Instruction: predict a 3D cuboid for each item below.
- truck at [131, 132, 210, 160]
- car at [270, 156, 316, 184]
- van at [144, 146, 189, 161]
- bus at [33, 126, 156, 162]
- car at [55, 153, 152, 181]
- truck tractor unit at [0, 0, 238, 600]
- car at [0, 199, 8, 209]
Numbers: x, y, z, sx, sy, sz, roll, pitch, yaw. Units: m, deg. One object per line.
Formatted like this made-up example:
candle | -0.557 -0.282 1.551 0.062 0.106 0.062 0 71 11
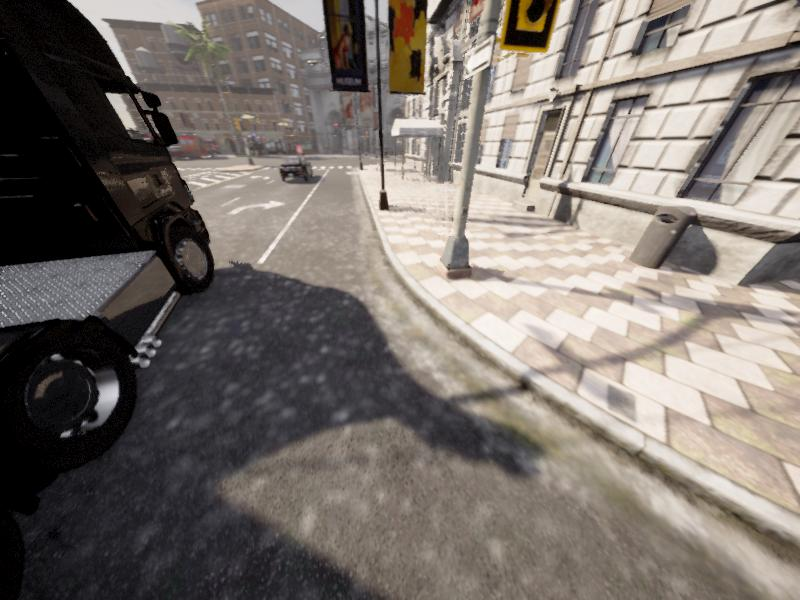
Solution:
truck | -38.710 -26.335 39.515 8.468 3.827 2.891 -6 34 -8
car | -8.016 -10.221 17.924 2.128 1.511 4.902 -6 34 -9
van | -37.486 -23.699 37.264 4.442 1.987 1.775 -6 34 -9
bus | -45.682 -23.775 35.287 10.273 4.253 3.944 -6 34 -9
car | -23.477 -10.889 18.730 1.801 1.575 5.366 -6 35 -9
truck tractor unit | -4.148 -0.764 1.486 3.053 4.208 6.516 -12 36 -18
car | -17.416 -3.411 7.777 1.970 1.475 3.806 -6 34 -9
